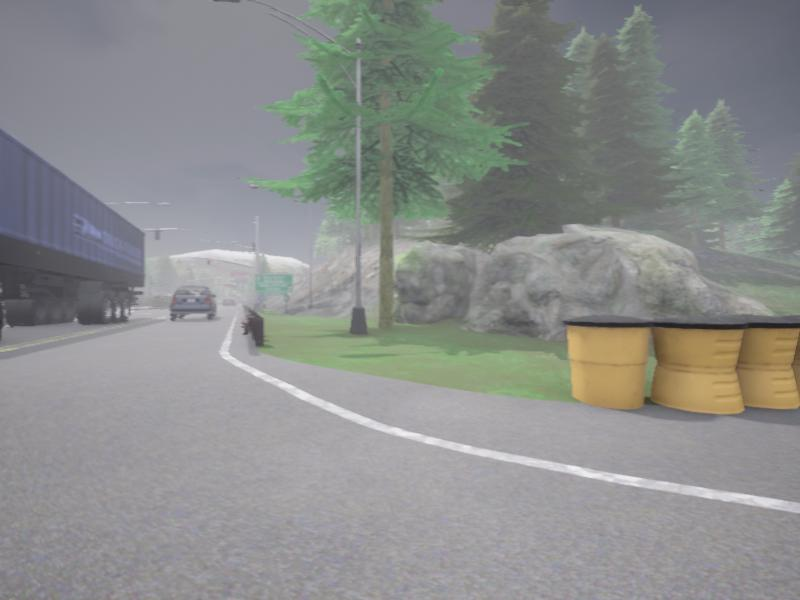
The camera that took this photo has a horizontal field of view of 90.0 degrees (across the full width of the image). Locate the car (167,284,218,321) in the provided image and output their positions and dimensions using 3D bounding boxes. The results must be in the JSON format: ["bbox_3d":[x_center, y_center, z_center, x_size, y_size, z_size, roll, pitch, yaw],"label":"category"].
[{"bbox_3d":[-9.658,0.124,18.855,1.789,1.549,3.705,0,0,-22],"label":"car"}]

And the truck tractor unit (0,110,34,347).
[{"bbox_3d":[-7.789,-1.289,4.615,3.053,4.208,6.516,1,-1,-21],"label":"truck tractor unit"}]

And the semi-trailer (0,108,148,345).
[{"bbox_3d":[-10.698,-1.346,11.978,2.717,4.402,14.254,0,0,-22],"label":"semi-trailer"}]

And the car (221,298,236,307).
[{"bbox_3d":[-30.223,0.425,70.570,2.163,1.488,4.792,0,0,-22],"label":"car"}]
